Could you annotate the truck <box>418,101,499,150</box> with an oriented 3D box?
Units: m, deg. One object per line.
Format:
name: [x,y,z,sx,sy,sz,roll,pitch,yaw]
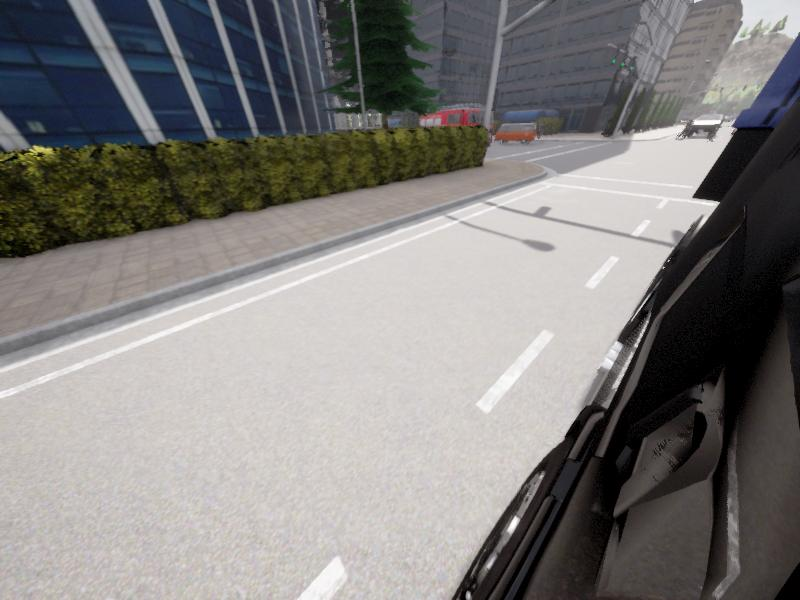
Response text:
truck: [6.026,-19.412,25.910,2.891,3.827,8.468,-29,45,-31]

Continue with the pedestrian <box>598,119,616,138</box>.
pedestrian: [24.927,-20.621,27.828,0.751,1.860,0.751,-29,44,-30]

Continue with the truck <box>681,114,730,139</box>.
truck: [35.475,-20.194,26.783,6.274,2.098,2.390,-28,44,-30]

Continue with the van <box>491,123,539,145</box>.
van: [13.436,-19.517,27.176,4.442,1.987,1.775,24,44,31]

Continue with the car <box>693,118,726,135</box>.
car: [41.440,-23.200,30.884,5.366,1.575,1.801,-28,44,-30]

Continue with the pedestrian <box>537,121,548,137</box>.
pedestrian: [21.799,-26.180,35.380,0.751,1.860,0.751,28,46,34]

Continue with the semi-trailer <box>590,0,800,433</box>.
semi-trailer: [9.177,-3.215,3.710,14.254,4.402,2.717,-22,41,-24]

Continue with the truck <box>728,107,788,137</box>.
truck: [39.989,-20.020,25.997,5.204,2.467,2.627,-29,44,-31]

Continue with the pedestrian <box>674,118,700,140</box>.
pedestrian: [30.155,-17.973,24.279,0.751,1.860,0.751,-15,39,-16]

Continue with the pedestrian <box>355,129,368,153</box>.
pedestrian: [-3.750,-15.418,22.475,0.751,1.860,0.751,-28,44,-30]

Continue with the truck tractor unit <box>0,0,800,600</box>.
truck tractor unit: [2.645,-0.295,0.352,6.516,4.208,3.053,-28,44,-30]

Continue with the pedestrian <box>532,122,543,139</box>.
pedestrian: [18.715,-23.064,31.412,0.751,1.860,0.751,21,43,28]

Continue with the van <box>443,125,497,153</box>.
van: [6.471,-15.234,21.863,1.775,1.987,4.442,-29,44,-31]
